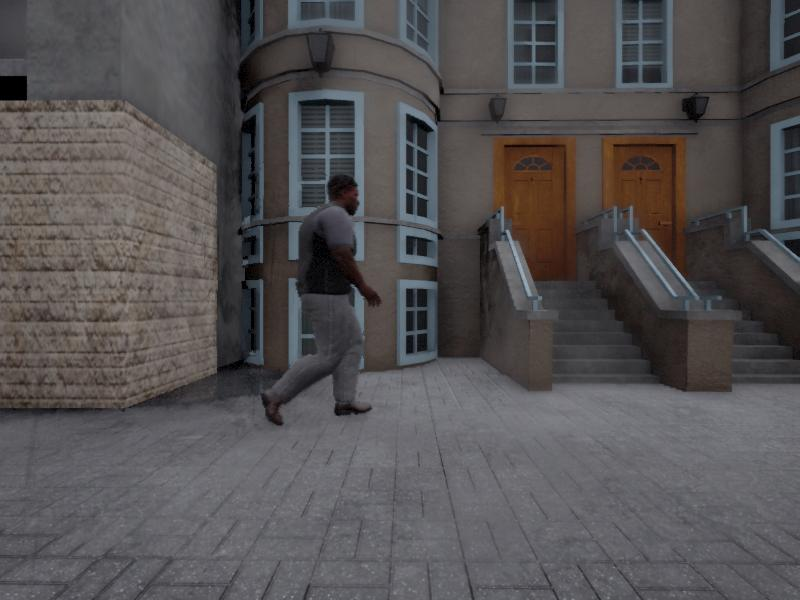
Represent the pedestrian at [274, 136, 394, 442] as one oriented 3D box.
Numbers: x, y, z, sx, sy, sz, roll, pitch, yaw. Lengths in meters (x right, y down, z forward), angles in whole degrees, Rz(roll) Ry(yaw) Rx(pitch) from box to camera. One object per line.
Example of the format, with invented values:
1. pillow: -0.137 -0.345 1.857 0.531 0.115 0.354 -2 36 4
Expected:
1. pedestrian: -0.516 -0.067 2.911 0.751 1.860 0.751 0 0 -18
